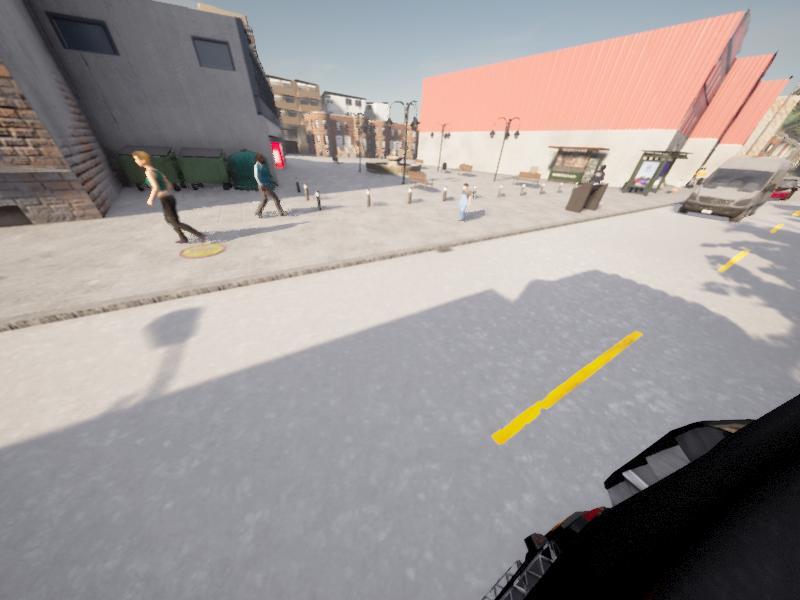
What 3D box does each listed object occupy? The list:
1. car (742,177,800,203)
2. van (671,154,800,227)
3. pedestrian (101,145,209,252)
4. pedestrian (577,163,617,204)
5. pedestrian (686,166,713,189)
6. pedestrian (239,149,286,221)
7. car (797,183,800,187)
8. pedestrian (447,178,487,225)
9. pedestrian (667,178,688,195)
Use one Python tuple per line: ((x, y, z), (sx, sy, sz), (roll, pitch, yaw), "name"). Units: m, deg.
((31.167, -9.223, 19.158), (4.792, 1.488, 2.163), (-16, 38, -27), "car")
((16.482, -5.470, 11.314), (5.915, 2.561, 1.988), (-16, 38, -26), "van")
((-4.867, -2.068, 4.798), (0.751, 1.860, 0.751), (-12, 36, -22), "pedestrian")
((10.361, -6.146, 12.217), (0.751, 1.860, 0.751), (-19, 39, -29), "pedestrian")
((29.226, -11.962, 22.564), (0.751, 1.860, 0.751), (29, 41, 33), "pedestrian")
((-4.126, -3.489, 7.098), (0.751, 1.860, 0.751), (-10, 36, -19), "pedestrian")
((69.668, -19.925, 38.929), (4.514, 1.525, 2.007), (-16, 38, -26), "car")
((2.228, -3.356, 7.837), (0.751, 1.300, 0.751), (-19, 40, -30), "pedestrian")
((20.874, -8.541, 17.393), (0.500, 1.100, 0.500), (28, 41, 32), "pedestrian")
